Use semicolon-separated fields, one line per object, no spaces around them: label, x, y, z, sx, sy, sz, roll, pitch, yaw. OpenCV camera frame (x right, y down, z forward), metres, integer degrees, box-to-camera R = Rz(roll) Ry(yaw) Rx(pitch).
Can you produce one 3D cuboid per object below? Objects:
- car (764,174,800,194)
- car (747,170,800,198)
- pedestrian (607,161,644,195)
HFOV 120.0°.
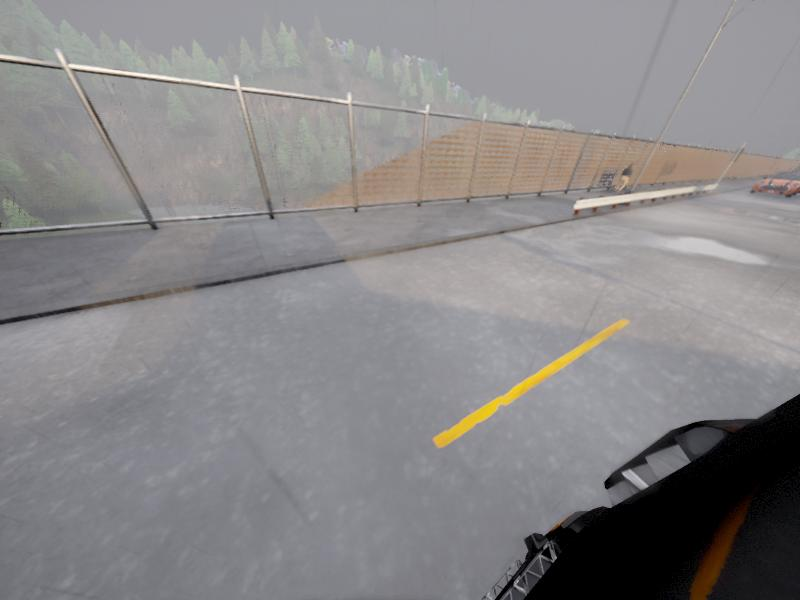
car;38.305;-11.451;22.667;4.181;1.385;1.994;-16;38;-26
car;31.982;-9.791;19.330;4.553;1.767;2.097;-16;38;-26
pedestrian;14.337;-7.775;14.733;0.751;1.860;0.751;-15;38;-25
